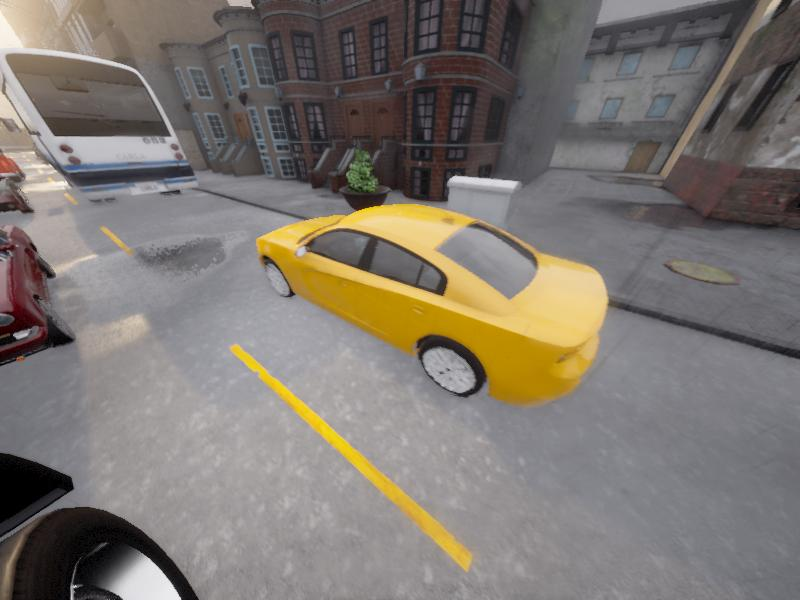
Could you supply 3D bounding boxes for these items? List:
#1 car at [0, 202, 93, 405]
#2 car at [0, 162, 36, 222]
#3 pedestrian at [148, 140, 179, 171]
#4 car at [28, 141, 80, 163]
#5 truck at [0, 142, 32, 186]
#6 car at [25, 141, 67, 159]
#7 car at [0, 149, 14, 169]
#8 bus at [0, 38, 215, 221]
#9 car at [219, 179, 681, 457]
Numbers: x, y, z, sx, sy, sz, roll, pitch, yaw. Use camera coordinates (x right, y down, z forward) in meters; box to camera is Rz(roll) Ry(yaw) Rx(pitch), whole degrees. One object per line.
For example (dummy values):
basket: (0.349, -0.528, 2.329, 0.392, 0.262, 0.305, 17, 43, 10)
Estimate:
car: (-6.168, -0.124, 2.917, 4.718, 1.301, 1.895, 23, 41, 29)
car: (-14.587, -3.660, 7.792, 4.181, 1.385, 1.994, 24, 41, 29)
pedestrian: (-17.171, -10.500, 16.828, 0.751, 1.860, 0.751, 22, 41, 28)
car: (-35.871, -15.430, 23.944, 4.553, 1.767, 2.097, 23, 41, 28)
truck: (-23.891, -7.943, 12.833, 5.204, 2.467, 2.627, 23, 41, 28)
car: (-42.485, -18.046, 27.746, 4.856, 1.649, 2.033, 23, 41, 29)
car: (-34.332, -12.008, 19.017, 3.866, 1.878, 1.905, 23, 41, 28)
bus: (-13.439, -7.028, 10.087, 10.273, 4.253, 3.944, 23, 41, 28)
car: (-0.143, -0.555, 3.362, 5.008, 1.535, 1.882, 23, 41, 28)
